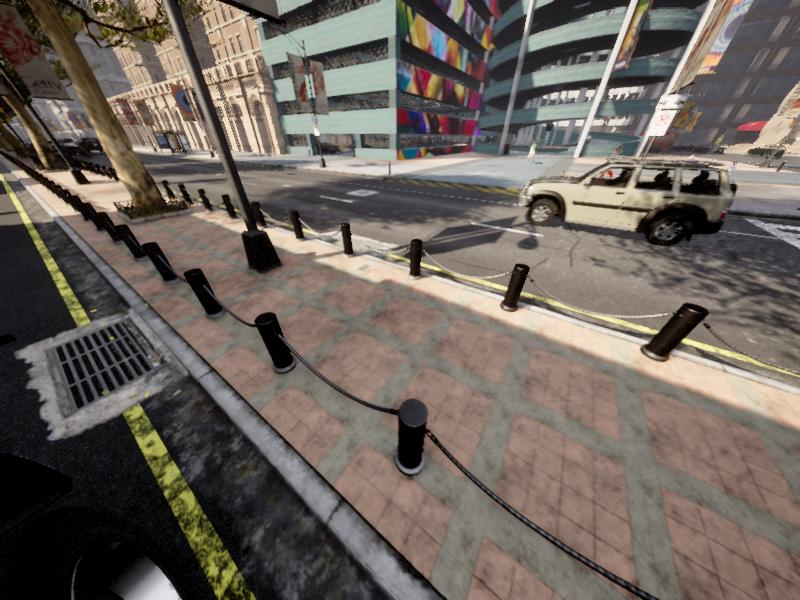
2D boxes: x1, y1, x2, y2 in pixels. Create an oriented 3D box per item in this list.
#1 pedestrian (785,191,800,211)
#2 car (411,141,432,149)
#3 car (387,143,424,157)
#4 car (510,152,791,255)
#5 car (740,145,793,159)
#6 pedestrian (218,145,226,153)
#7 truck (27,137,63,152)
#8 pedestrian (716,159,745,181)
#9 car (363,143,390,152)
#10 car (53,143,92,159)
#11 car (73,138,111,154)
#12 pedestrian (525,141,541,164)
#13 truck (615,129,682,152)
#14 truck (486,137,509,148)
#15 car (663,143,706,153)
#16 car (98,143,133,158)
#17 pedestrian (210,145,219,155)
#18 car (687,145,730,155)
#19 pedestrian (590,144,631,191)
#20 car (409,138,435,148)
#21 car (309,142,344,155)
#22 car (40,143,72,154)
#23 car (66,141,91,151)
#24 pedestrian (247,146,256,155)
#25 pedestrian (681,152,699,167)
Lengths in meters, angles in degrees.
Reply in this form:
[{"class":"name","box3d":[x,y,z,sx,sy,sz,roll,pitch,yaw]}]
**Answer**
[{"class":"pedestrian","box3d":[14.545,-3.993,7.765,0.751,1.860,0.751,-27,43,-33]},{"class":"car","box3d":[5.213,-37.534,55.858,4.514,1.523,2.007,21,40,27]},{"class":"car","box3d":[0.734,-21.303,32.683,4.902,1.511,2.128,21,40,27]},{"class":"car","box3d":[6.031,-3.019,6.618,4.605,1.855,1.932,21,40,27]},{"class":"car","box3d":[52.801,-21.465,33.402,1.789,1.549,3.705,7,36,9]},{"class":"pedestrian","box3d":[-27.005,-22.926,35.078,0.500,1.100,0.500,29,44,35]},{"class":"truck","box3d":[-63.595,-27.878,41.329,6.274,2.098,2.390,21,40,27]},{"class":"pedestrian","box3d":[19.756,-7.770,13.824,0.500,1.100,0.500,-25,42,-31]},{"class":"car","box3d":[-4.367,-28.405,42.901,4.718,1.301,1.895,21,40,27]},{"class":"car","box3d":[-42.226,-19.279,29.770,4.892,1.490,1.837,22,40,27]},{"class":"car","box3d":[-49.196,-24.655,36.891,5.566,2.045,2.150,21,40,27]},{"class":"pedestrian","box3d":[12.695,-14.104,22.123,0.751,1.860,0.751,11,36,14]},{"class":"truck","box3d":[51.908,-33.648,48.727,2.891,3.827,8.468,-12,37,-16]},{"class":"truck","box3d":[27.243,-44.082,64.587,5.204,2.467,2.627,21,40,27]},{"class":"car","box3d":[56.511,-30.300,46.072,2.128,1.511,4.902,-7,36,-10]},{"class":"car","box3d":[-38.202,-20.127,31.012,3.806,1.475,1.970,21,40,27]},{"class":"pedestrian","box3d":[-26.204,-21.185,32.609,0.500,1.100,0.500,28,44,34]},{"class":"car","box3d":[53.753,-26.279,40.390,1.994,1.385,4.181,-1,35,-1]},{"class":"pedestrian","box3d":[9.991,-6.322,11.047,0.751,1.860,0.751,23,41,29]},{"class":"car","box3d":[5.263,-37.836,55.606,5.566,2.045,2.435,21,40,27]},{"class":"car","box3d":[-11.183,-23.058,35.174,4.786,1.482,2.161,21,40,27]},{"class":"car","box3d":[-54.082,-23.869,36.309,4.181,1.385,1.994,21,40,27]},{"class":"car","box3d":[-59.017,-28.300,42.420,3.705,1.549,1.789,21,40,27]},{"class":"pedestrian","box3d":[-20.454,-20.607,31.822,0.500,1.100,0.500,16,38,22]},{"class":"pedestrian","box3d":[25.973,-12.568,20.681,0.500,1.100,0.500,25,42,31]}]
